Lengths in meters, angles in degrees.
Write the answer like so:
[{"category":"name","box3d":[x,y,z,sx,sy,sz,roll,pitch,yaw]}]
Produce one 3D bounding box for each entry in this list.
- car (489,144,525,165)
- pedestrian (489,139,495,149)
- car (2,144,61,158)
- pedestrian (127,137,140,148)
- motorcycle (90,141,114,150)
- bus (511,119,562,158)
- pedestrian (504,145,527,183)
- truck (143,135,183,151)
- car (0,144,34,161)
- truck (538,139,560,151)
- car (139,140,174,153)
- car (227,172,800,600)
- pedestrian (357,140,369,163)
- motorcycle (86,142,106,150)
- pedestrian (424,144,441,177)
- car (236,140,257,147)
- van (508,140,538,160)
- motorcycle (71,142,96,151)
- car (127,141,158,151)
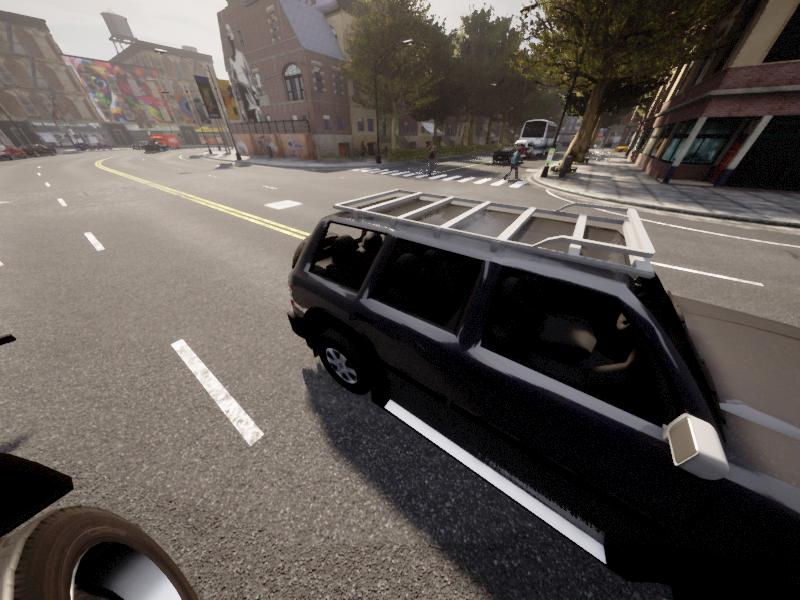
[{"category":"car","box3d":[11.676,-15.867,25.099,1.930,1.638,5.238,22,41,28]},{"category":"pedestrian","box3d":[20.787,-35.274,52.218,0.751,1.860,0.751,22,41,28]},{"category":"car","box3d":[-47.092,-19.179,29.682,1.895,1.301,4.718,-15,38,-20]},{"category":"pedestrian","box3d":[-56.898,-33.624,49.335,0.751,1.860,0.751,1,35,1]},{"category":"motorcycle","box3d":[-54.819,-28.420,42.535,2.356,1.277,0.764,-29,45,-35]},{"category":"bus","box3d":[20.858,-24.441,35.068,3.944,4.253,10.273,23,41,28]},{"category":"pedestrian","box3d":[6.923,-8.198,13.946,0.751,1.860,0.751,11,36,15]},{"category":"truck","box3d":[-46.395,-31.011,45.473,2.627,2.467,5.204,-4,35,-6]},{"category":"car","box3d":[-44.057,-16.431,25.671,2.002,1.452,4.674,-21,41,-28]},{"category":"truck","box3d":[33.866,-35.455,52.664,2.390,2.098,6.274,8,36,12]},{"category":"car","box3d":[-41.017,-25.966,39.071,1.930,1.638,5.238,-10,37,-15]},{"category":"car","box3d":[1.025,0.232,1.962,4.605,1.855,1.932,23,41,28]},{"category":"pedestrian","box3d":[-3.563,-14.265,22.222,0.751,1.860,0.751,7,36,9]},{"category":"motorcycle","box3d":[-54.581,-27.637,41.475,1.805,1.236,0.856,-29,45,-35]},{"category":"pedestrian","box3d":[2.175,-9.440,15.676,0.751,1.860,0.751,22,41,28]},{"category":"car","box3d":[-44.066,-45.097,66.372,2.007,1.525,4.514,17,39,23]},{"category":"van","box3d":[15.903,-19.434,29.846,2.069,2.038,4.480,22,41,28]},{"category":"motorcycle","box3d":[-54.763,-26.654,40.026,2.209,1.251,0.867,-29,45,-35]},{"category":"car","box3d":[-49.799,-29.891,44.798,1.970,1.475,3.806,-4,35,-6]}]
